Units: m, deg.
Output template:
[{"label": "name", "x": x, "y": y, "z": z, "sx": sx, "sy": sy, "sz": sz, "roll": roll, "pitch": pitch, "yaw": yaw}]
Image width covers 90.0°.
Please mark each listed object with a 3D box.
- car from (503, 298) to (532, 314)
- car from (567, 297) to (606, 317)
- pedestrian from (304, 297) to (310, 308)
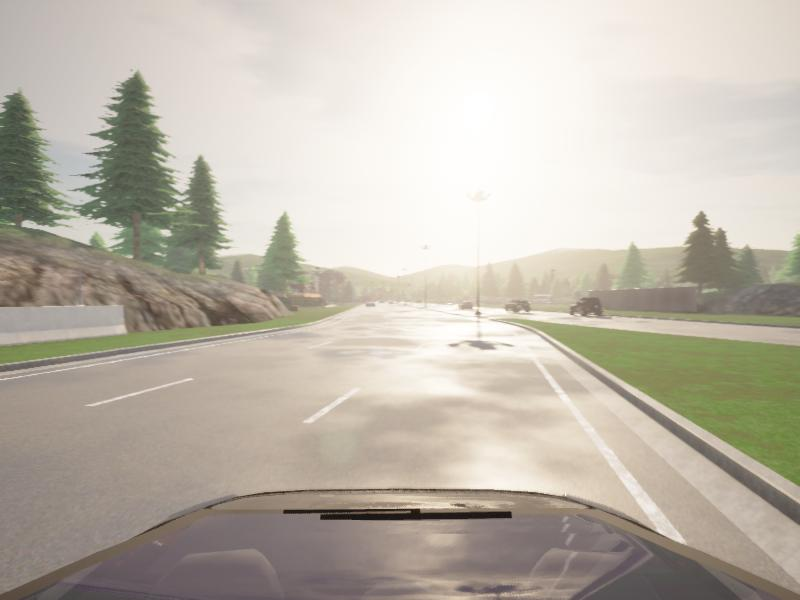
[{"label": "car", "x": 14.571, "y": 0.686, "z": 49.830, "sx": 1.932, "sy": 1.855, "sz": 4.605, "roll": 0, "pitch": 0, "yaw": -4}, {"label": "car", "x": 18.718, "y": 0.696, "z": 40.400, "sx": 1.905, "sy": 1.878, "sz": 3.866, "roll": 0, "pitch": 0, "yaw": -4}, {"label": "pedestrian", "x": -16.338, "y": 0.409, "z": 70.060, "sx": 0.751, "sy": 1.860, "sz": 0.751, "roll": 0, "pitch": 0, "yaw": -44}]
